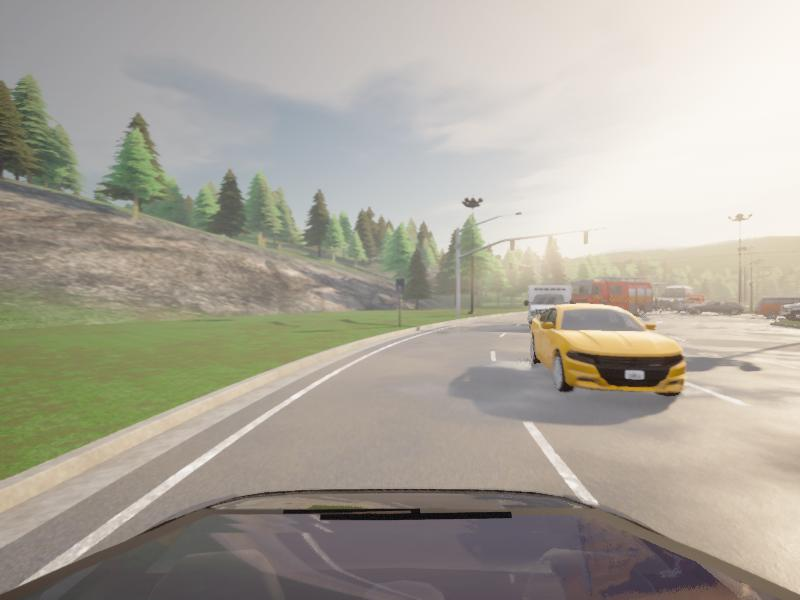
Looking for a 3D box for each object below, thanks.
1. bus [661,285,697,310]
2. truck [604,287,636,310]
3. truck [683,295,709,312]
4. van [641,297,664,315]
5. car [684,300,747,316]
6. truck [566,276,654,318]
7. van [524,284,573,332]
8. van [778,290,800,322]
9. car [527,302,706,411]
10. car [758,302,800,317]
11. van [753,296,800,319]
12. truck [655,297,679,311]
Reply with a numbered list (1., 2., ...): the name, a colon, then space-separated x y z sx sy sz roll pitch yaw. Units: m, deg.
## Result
1. bus: 49.938 -0.418 71.373 3.944 4.253 10.273 0 0 42
2. truck: 37.790 -0.228 68.532 2.891 3.827 8.468 0 0 42
3. truck: 45.256 0.469 61.125 2.627 2.467 5.204 0 0 42
4. van: 30.131 0.648 47.697 2.069 2.038 4.480 0 0 35
5. car: 34.659 0.864 44.151 5.027 1.651 2.152 0 0 21
6. truck: 20.567 -0.270 39.108 8.468 3.827 2.891 0 0 -22
7. van: 8.901 0.402 23.624 2.351 2.431 6.366 0 0 24
8. van: 32.363 0.454 29.433 6.366 2.431 2.351 0 0 34
9. car: 3.984 0.833 8.449 1.882 1.535 5.008 0 0 11
10. car: 40.342 0.947 41.334 4.792 1.488 2.163 0 0 38
11. van: 35.076 0.683 36.245 4.442 1.987 1.775 0 0 33
12. truck: 41.598 0.642 62.298 2.390 2.098 6.274 0 0 41
